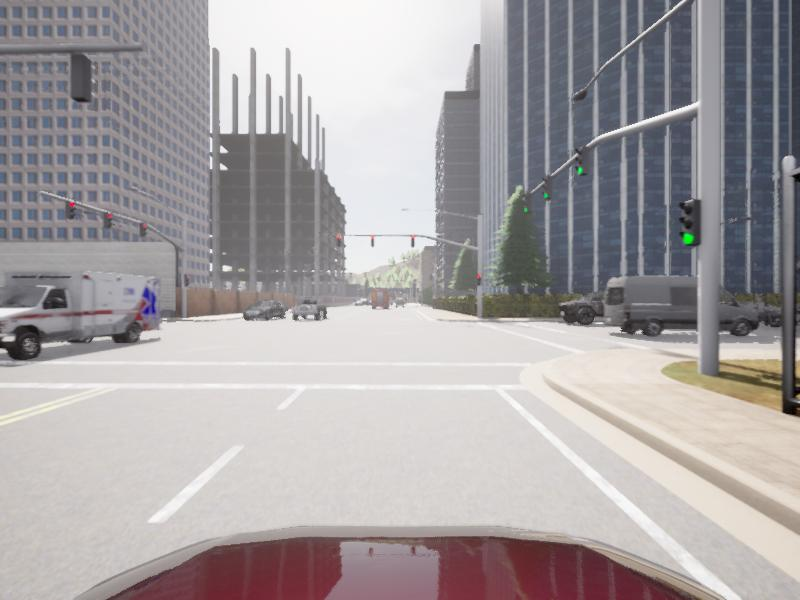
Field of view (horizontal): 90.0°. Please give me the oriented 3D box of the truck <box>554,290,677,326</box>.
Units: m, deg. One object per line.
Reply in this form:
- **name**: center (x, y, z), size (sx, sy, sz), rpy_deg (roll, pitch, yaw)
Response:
- **truck**: center (13.107, 0.481, 24.631), size (6.274, 2.098, 2.390), rpy_deg (0, 0, 0)

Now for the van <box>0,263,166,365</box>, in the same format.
- **van**: center (-10.500, 0.340, 12.757), size (2.351, 2.431, 6.366), rpy_deg (0, 0, 0)

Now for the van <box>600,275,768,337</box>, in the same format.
- **van**: center (12.276, 0.262, 17.593), size (5.915, 2.561, 1.988), rpy_deg (0, 0, 1)

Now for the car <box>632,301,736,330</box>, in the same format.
- **car**: center (14.895, 0.794, 21.126), size (4.193, 1.474, 1.816), rpy_deg (0, 0, 0)

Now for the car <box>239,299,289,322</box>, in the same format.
- **car**: center (-10.797, 0.769, 32.233), size (2.033, 1.649, 4.856), rpy_deg (0, 0, 5)

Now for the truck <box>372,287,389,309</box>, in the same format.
- **truck**: center (-3.491, -0.338, 73.552), size (2.891, 3.827, 8.468), rpy_deg (0, 0, 0)

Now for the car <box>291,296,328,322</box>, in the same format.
- **car**: center (-6.999, 0.645, 31.432), size (1.932, 1.855, 4.605), rpy_deg (0, 0, 0)
